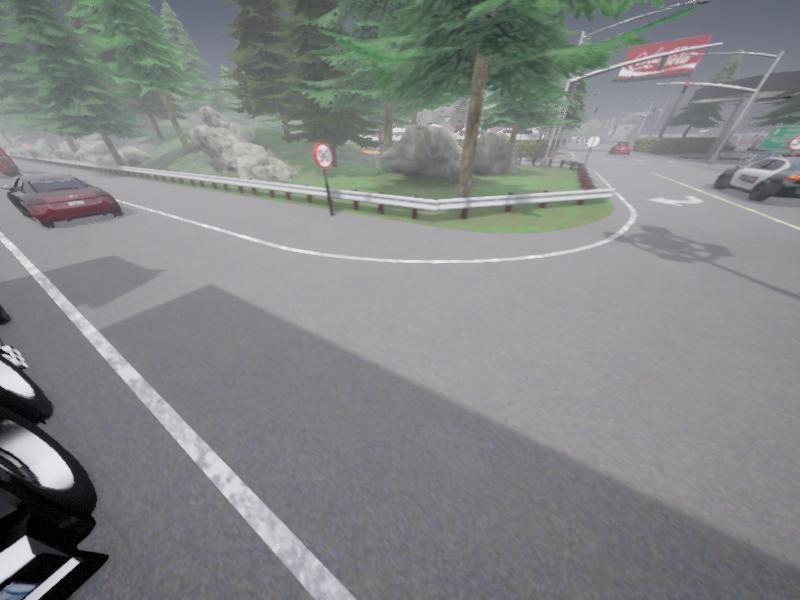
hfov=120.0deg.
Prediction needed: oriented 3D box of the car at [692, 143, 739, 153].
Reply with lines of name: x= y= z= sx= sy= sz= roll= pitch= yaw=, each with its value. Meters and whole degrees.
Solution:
car: x=57.623 y=-27.872 z=42.310 sx=4.718 sy=1.301 sz=1.895 roll=18 pitch=39 yaw=24

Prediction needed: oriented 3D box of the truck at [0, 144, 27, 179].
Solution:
truck: x=-34.442 y=-11.952 z=18.233 sx=8.468 sy=3.827 sz=2.891 roll=18 pitch=39 yaw=24

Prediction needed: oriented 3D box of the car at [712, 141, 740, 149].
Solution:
car: x=68.822 y=-32.804 z=48.858 sx=1.970 sy=1.475 sz=3.806 roll=18 pitch=39 yaw=24

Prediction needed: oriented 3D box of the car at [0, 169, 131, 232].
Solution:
car: x=-12.293 y=-3.751 z=8.347 sx=4.181 sy=1.385 sz=1.994 roll=18 pitch=39 yaw=25

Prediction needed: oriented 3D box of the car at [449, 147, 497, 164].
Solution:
car: x=8.477 y=-16.960 z=27.003 sx=4.792 sy=1.488 sz=2.163 roll=18 pitch=39 yaw=25

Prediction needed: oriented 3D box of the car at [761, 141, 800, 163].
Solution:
car: x=42.411 y=-15.626 z=24.368 sx=3.866 sy=1.878 sz=1.905 roll=18 pitch=39 yaw=24

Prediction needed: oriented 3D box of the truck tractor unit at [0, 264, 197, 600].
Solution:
truck tractor unit: x=-5.119 y=-0.290 z=0.784 sx=6.516 sy=4.208 sz=3.053 roll=18 pitch=39 yaw=24

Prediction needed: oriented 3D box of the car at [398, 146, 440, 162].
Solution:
car: x=2.421 y=-18.964 z=29.902 sx=5.008 sy=1.535 sz=1.882 roll=18 pitch=39 yaw=25

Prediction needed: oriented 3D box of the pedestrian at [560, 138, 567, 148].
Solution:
pedestrian: x=40.156 y=-38.463 z=56.591 sx=0.751 sy=1.860 sz=0.751 roll=23 pitch=41 yaw=30

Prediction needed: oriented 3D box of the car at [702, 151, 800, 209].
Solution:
car: x=15.455 y=-5.071 z=9.452 sx=2.038 sy=1.542 sz=4.974 roll=18 pitch=39 yaw=24

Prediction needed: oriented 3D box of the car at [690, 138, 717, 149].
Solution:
car: x=66.231 y=-34.264 z=50.488 sx=1.905 sy=1.878 sz=3.866 roll=18 pitch=39 yaw=24

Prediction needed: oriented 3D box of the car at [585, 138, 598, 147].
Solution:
car: x=57.080 y=-47.127 z=69.007 sx=2.150 sy=2.045 sz=5.566 roll=18 pitch=39 yaw=24

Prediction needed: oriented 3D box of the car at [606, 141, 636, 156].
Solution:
car: x=33.300 y=-22.953 z=34.986 sx=2.242 sy=1.667 sz=4.611 roll=19 pitch=39 yaw=23
